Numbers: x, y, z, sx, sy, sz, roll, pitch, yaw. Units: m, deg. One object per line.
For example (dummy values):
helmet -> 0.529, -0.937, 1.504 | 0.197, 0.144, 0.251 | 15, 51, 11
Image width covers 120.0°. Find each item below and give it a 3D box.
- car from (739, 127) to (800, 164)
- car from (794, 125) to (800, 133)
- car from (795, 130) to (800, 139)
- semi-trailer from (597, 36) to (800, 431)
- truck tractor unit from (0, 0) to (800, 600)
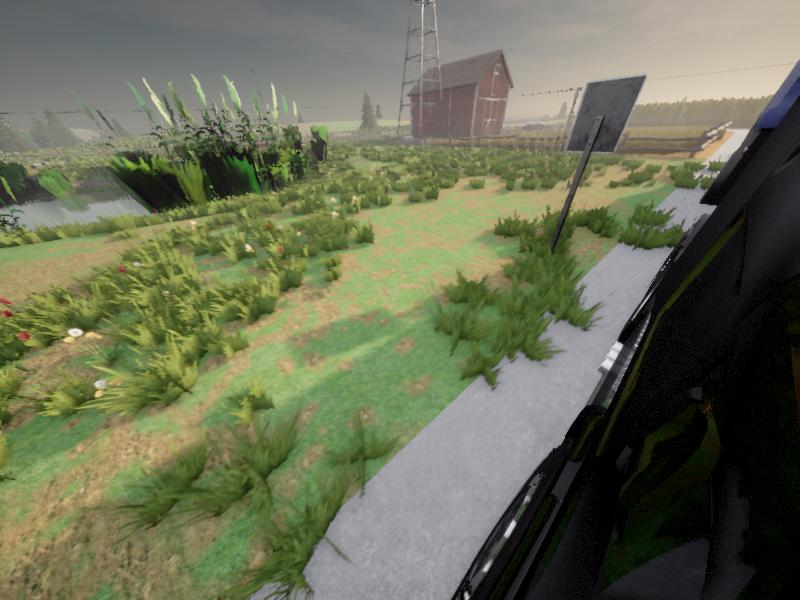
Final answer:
car -> 20.528, -8.504, 12.602 | 4.718, 1.301, 1.895 | -29, 44, -30
car -> 44.520, -18.793, 24.635 | 3.806, 1.475, 1.970 | -26, 42, -27
car -> 37.689, -15.348, 20.313 | 4.611, 1.667, 2.242 | -28, 43, -30
semi-trailer -> 8.723, -3.591, 4.200 | 14.254, 4.402, 2.717 | -28, 43, -29
truck tractor unit -> 2.645, -0.295, 0.351 | 6.516, 4.208, 3.053 | -28, 44, -30
